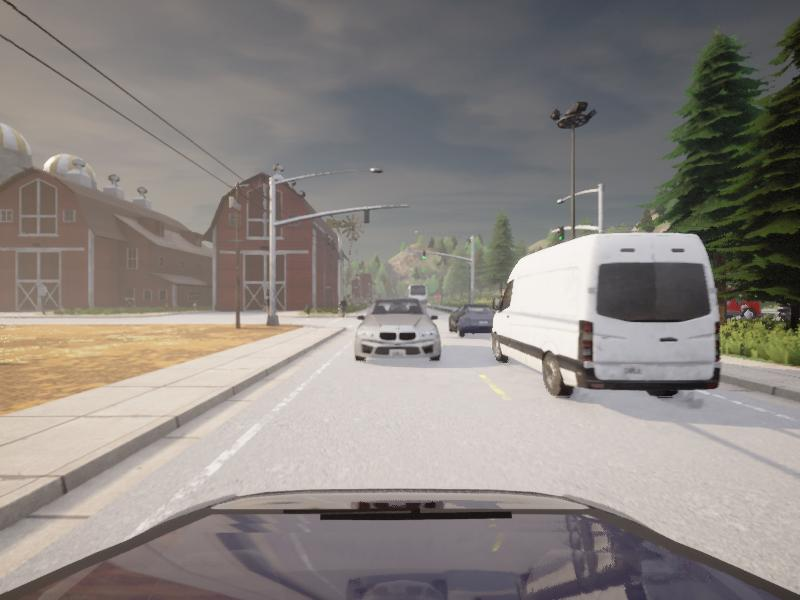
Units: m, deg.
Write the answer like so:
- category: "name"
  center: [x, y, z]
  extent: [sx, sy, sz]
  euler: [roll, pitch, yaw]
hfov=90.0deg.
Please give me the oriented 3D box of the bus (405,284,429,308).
- category: "bus"
  center: [3.031, -0.596, 75.123]
  extent: [3.944, 4.253, 10.273]
  euler: [0, -1, 0]

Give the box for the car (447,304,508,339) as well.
- category: "car"
  center: [3.410, 0.893, 18.383]
  extent: [1.994, 1.385, 4.181]
  euler: [0, 0, 0]

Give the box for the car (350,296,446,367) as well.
- category: "car"
  center: [-0.069, 0.748, 11.682]
  extent: [2.242, 1.667, 4.611]
  euler: [0, 0, 0]

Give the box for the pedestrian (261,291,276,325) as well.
- category: "pedestrian"
  center: [-7.369, 0.445, 22.427]
  extent: [0.751, 1.860, 0.751]
  euler: [0, 0, -20]

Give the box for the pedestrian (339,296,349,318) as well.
- category: "pedestrian"
  center: [-4.688, 0.585, 33.347]
  extent: [0.751, 1.860, 0.751]
  euler: [0, 0, 0]

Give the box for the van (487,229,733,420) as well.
- category: "van"
  center: [3.460, 0.317, 8.323]
  extent: [1.988, 2.561, 5.915]
  euler: [0, 0, 0]

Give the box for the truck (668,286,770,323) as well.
- category: "truck"
  center: [22.550, 0.306, 28.493]
  extent: [5.204, 2.467, 2.627]
  euler: [0, 0, -1]

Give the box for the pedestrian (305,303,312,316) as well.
- category: "pedestrian"
  center: [-8.041, 0.811, 35.111]
  extent: [0.500, 1.100, 0.500]
  euler: [0, 0, -34]
